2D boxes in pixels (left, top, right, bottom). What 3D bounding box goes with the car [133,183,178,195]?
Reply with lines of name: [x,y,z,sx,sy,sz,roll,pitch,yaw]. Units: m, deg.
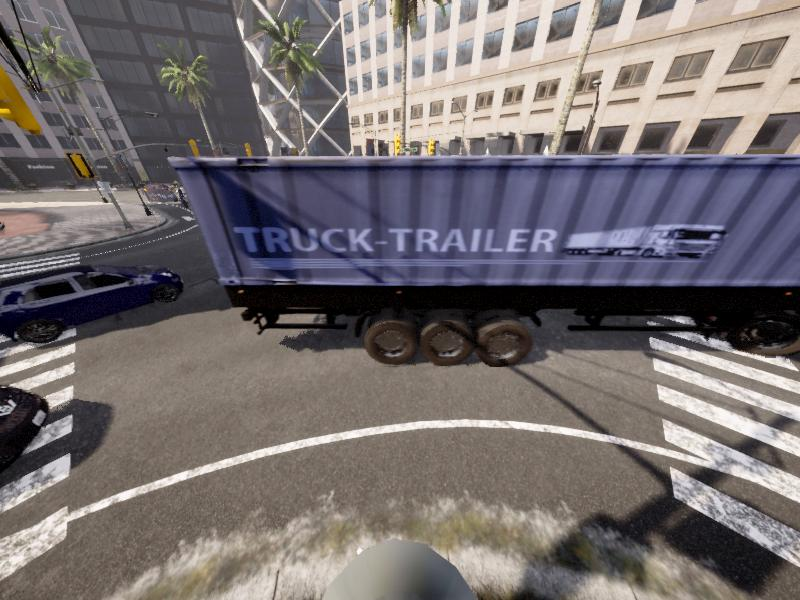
car: [-40.609,-18.493,38.455,5.366,1.575,1.801,3,30,5]

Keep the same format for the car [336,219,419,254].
car: [-1.166,-3.564,12.811,4.181,1.385,1.994,-2,30,-3]

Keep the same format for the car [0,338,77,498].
car: [-7.330,2.208,2.652,3.633,1.501,1.845,-21,36,-32]

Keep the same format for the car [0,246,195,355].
car: [-9.093,-0.318,7.024,1.845,1.501,3.633,19,35,29]

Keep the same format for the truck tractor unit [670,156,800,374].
truck tractor unit: [11.219,-0.309,4.318,6.516,4.208,3.053,19,35,30]

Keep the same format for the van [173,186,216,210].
van: [-23.282,-11.672,26.183,4.480,2.038,2.069,21,36,32]

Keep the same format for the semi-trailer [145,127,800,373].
semi-trailer: [3.661,-1.014,5.320,14.254,4.402,2.717,1,29,1]

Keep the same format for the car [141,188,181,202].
car: [-31.745,-13.998,30.719,3.633,1.501,1.845,10,31,16]

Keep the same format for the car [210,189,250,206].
car: [-21.211,-12.867,28.810,4.792,1.488,2.163,21,36,31]

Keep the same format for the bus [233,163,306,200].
bus: [-19.463,-17.680,34.360,10.273,4.253,3.944,17,33,28]
